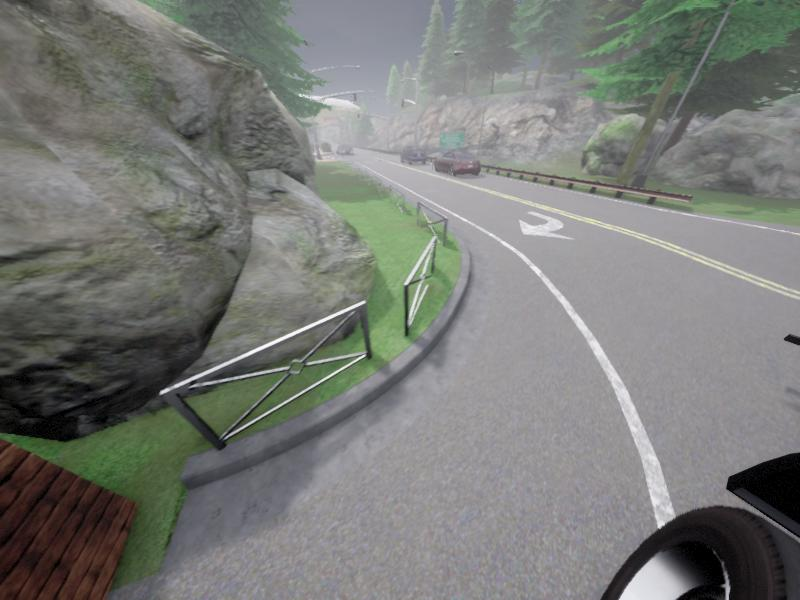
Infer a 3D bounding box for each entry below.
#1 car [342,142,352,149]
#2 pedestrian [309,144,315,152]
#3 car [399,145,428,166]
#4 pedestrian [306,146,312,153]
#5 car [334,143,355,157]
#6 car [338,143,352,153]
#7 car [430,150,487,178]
[{"bbox_3d":[-15.966,-46.688,69.729,2.163,1.488,4.792,-10,36,-14],"label":"car"},{"bbox_3d":[-17.268,-29.946,45.518,0.751,1.300,0.751,-16,38,-21],"label":"pedestrian"},{"bbox_3d":[1.278,-14.670,23.357,1.789,1.549,3.705,-10,36,-14],"label":"car"},{"bbox_3d":[-16.078,-26.477,40.688,0.500,1.100,0.500,13,37,18],"label":"pedestrian"},{"bbox_3d":[-8.873,-24.415,37.522,2.033,1.649,4.856,2,36,1],"label":"car"},{"bbox_3d":[-11.408,-31.395,47.641,2.128,1.511,4.902,-10,36,-14],"label":"car"},{"bbox_3d":[3.904,-9.716,16.355,1.994,1.385,4.181,-10,36,-14],"label":"car"}]
